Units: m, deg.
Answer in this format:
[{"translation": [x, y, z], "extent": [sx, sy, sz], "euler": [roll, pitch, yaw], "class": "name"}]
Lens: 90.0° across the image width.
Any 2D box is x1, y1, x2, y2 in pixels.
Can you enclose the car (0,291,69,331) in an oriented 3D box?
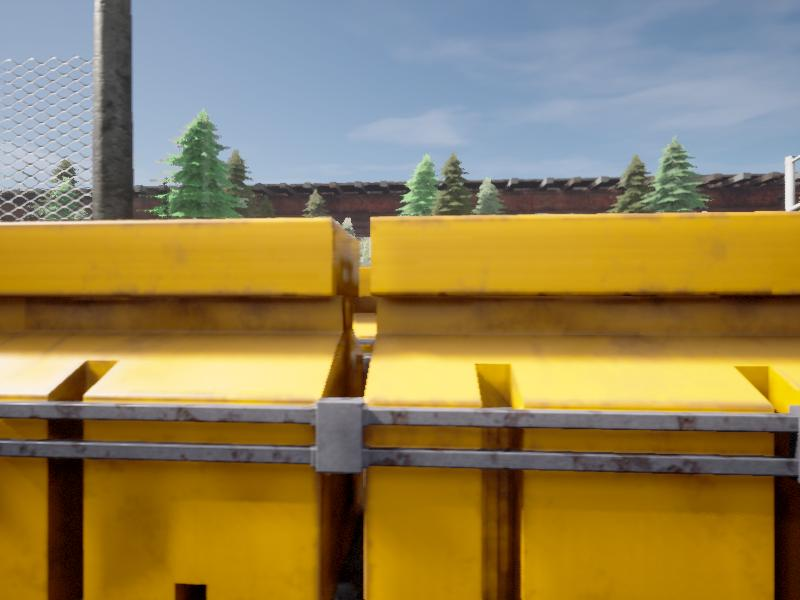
[{"translation": [-14.775, 0.350, 14.156], "extent": [4.718, 1.301, 1.895], "euler": [0, 0, 4], "class": "car"}]
